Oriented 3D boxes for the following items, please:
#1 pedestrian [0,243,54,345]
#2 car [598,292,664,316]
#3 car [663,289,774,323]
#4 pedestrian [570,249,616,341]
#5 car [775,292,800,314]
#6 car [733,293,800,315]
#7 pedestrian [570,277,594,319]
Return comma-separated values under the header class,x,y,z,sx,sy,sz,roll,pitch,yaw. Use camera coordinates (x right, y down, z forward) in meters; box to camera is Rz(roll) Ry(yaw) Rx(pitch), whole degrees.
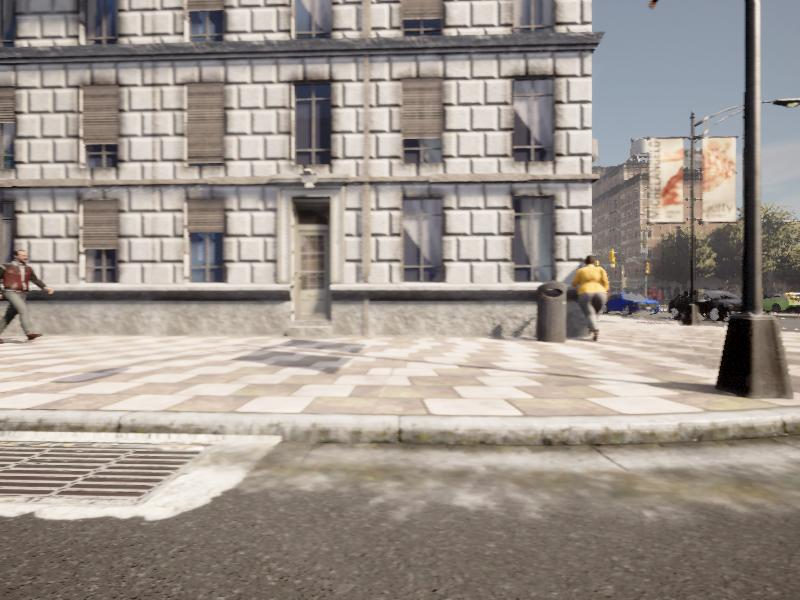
class,x,y,z,sx,sy,sz,roll,pitch,yaw
pedestrian,-7.327,-0.113,7.668,0.751,1.860,0.751,0,0,2
car,15.949,0.242,27.982,1.882,1.535,5.008,0,0,2
car,15.607,0.260,20.050,1.837,1.490,4.892,0,0,2
pedestrian,4.108,-0.109,8.565,0.751,1.860,0.751,0,0,16
car,31.059,0.213,30.188,1.851,1.617,3.988,0,0,2
car,27.523,0.252,29.672,2.007,1.525,4.514,0,0,2
pedestrian,8.287,-0.103,18.210,0.751,1.860,0.751,0,0,-1
